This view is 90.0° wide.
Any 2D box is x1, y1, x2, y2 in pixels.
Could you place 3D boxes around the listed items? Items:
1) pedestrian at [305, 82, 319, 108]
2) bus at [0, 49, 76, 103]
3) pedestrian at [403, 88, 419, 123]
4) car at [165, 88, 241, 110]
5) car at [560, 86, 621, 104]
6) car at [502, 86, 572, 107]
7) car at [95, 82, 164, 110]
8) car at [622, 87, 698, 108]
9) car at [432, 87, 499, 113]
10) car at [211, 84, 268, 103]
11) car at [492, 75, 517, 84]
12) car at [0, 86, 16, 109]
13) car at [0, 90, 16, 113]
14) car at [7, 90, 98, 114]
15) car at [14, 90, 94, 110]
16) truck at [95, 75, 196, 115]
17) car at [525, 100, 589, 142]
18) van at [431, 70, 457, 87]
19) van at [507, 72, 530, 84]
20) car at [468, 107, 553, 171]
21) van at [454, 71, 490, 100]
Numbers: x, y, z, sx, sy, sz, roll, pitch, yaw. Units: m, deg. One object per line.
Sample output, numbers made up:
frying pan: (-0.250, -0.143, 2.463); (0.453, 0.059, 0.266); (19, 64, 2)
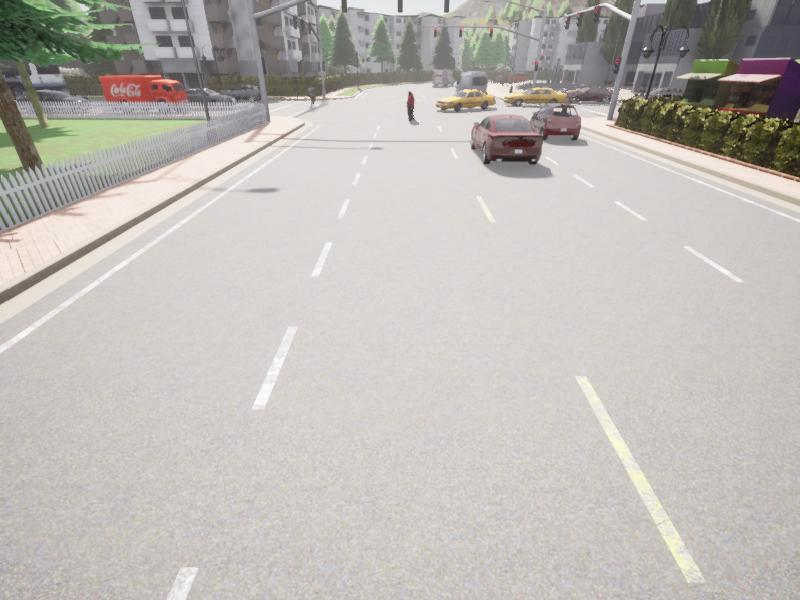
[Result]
pedestrian: (-7.341, -17.164, 33.533); (0.751, 1.860, 0.751); (2, 30, 4)
bus: (-38.634, -21.533, 38.650); (10.273, 4.253, 3.944); (0, 30, 2)
pedestrian: (0.664, -11.937, 24.586); (0.751, 1.860, 0.751); (-9, 32, -16)
car: (-15.992, -16.456, 32.708); (4.902, 1.511, 2.128); (1, 30, 2)
car: (17.898, -19.336, 37.739); (4.674, 1.442, 1.812); (1, 30, 2)
car: (11.818, -17.742, 34.865); (5.366, 1.575, 1.801); (1, 30, 2)
car: (-22.062, -16.730, 32.795); (3.866, 1.878, 1.905); (1, 30, 2)
car: (22.351, -17.505, 34.569); (4.792, 1.488, 2.163); (1, 30, 2)
car: (5.210, -15.847, 31.614); (5.366, 1.575, 1.801); (-20, 36, -31)
car: (-15.461, -19.984, 38.736); (4.514, 1.525, 2.007); (1, 30, 2)
car: (22.394, -47.298, 85.756); (5.027, 1.651, 2.152); (-20, 36, -30)
car: (-35.744, -16.867, 33.284); (5.027, 1.651, 2.152); (1, 30, 2)
car: (-32.483, -14.986, 30.191); (4.892, 1.490, 1.837); (1, 30, 2)
car: (-25.926, -14.865, 29.990); (4.892, 1.490, 1.837); (1, 30, 2)
car: (-28.535, -16.593, 33.145); (4.718, 1.301, 1.895); (1, 30, 2)
truck: (-18.573, -15.152, 29.521); (5.204, 2.467, 2.627); (1, 30, 2)
car: (7.585, -8.876, 19.723); (1.845, 1.501, 3.633); (2, 30, 3)
van: (7.805, -38.725, 69.964); (2.351, 2.431, 6.366); (14, 33, 22)
van: (24.580, -46.182, 83.202); (4.442, 1.987, 1.775); (-18, 35, -28)
car: (3.930, -6.265, 15.238); (1.882, 1.535, 5.008); (0, 30, 0)
van: (7.856, -23.901, 44.464); (1.988, 2.561, 5.915); (-5, 31, -7)
